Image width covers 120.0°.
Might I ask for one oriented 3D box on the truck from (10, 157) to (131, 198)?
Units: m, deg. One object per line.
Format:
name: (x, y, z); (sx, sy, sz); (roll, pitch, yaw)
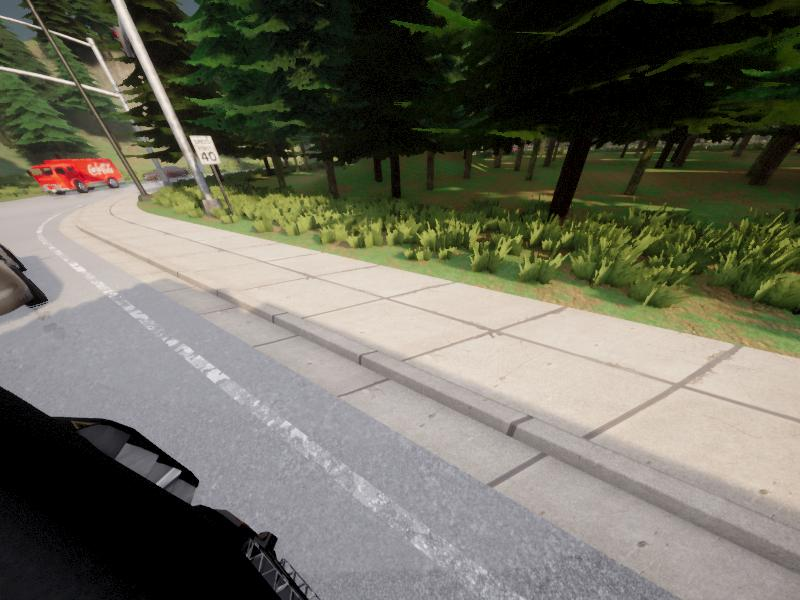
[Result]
truck: (-27.758, -10.740, 19.994); (2.627, 2.467, 5.204); (-6, 34, -4)

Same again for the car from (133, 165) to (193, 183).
car: (-27.718, -14.981, 27.308); (1.812, 1.442, 4.674); (4, 34, 11)

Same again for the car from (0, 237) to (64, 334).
car: (-8.533, -0.512, 3.859); (4.611, 1.667, 2.242); (17, 38, 26)
